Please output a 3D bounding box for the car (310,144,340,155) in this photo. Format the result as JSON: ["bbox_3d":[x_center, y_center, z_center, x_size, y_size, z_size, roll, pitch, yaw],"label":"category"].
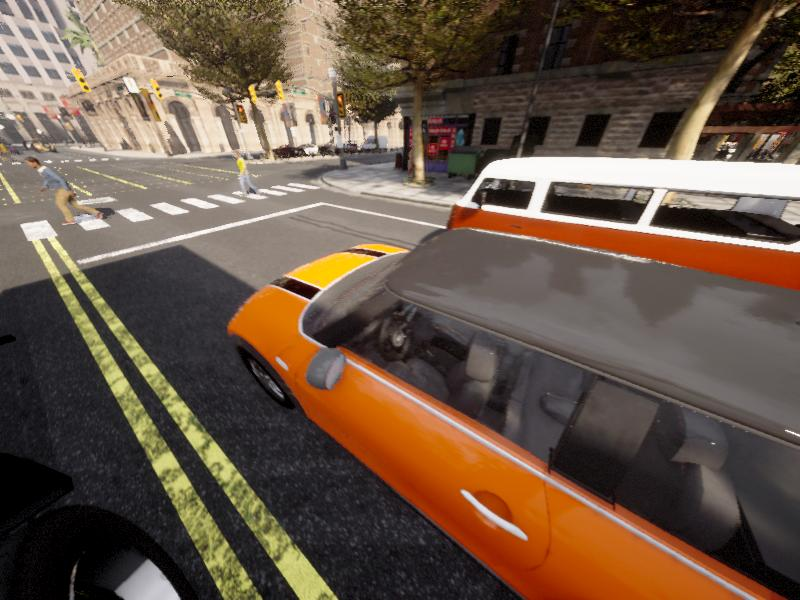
[{"bbox_3d":[-12.409,-25.081,38.367,1.994,1.385,4.181,22,41,28],"label":"car"}]

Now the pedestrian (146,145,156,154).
[{"bbox_3d":[-35.593,-21.529,32.997,0.500,1.100,0.500,21,40,27],"label":"pedestrian"}]

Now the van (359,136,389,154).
[{"bbox_3d":[-4.598,-28.580,42.414,1.988,2.561,5.915,21,40,27],"label":"van"}]

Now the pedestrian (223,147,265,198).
[{"bbox_3d":[-6.789,-5.562,10.130,0.751,1.860,0.751,24,41,30],"label":"pedestrian"}]

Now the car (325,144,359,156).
[{"bbox_3d":[-9.175,-24.243,37.183,2.033,1.411,5.357,21,40,27],"label":"car"}]

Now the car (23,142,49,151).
[{"bbox_3d":[-65.161,-27.496,41.341,4.718,1.301,1.895,22,40,27],"label":"car"}]

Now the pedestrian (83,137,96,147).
[{"bbox_3d":[-68.337,-34.739,50.835,0.751,1.860,0.751,17,38,22],"label":"pedestrian"}]

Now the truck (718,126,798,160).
[{"bbox_3d":[53.402,-23.719,34.953,2.891,3.827,8.468,21,40,27],"label":"truck"}]

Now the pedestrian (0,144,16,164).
[{"bbox_3d":[-38.025,-14.046,21.908,0.751,1.860,0.751,20,40,26],"label":"pedestrian"}]

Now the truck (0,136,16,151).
[{"bbox_3d":[-71.752,-27.984,41.271,6.274,2.098,2.390,22,40,27],"label":"truck"}]

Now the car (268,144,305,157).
[{"bbox_3d":[-16.378,-21.732,33.553,1.994,1.385,4.181,21,40,27],"label":"car"}]

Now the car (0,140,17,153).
[{"bbox_3d":[-64.998,-25.116,37.649,5.238,1.638,1.930,22,40,28],"label":"car"}]

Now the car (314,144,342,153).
[{"bbox_3d":[-13.070,-27.838,42.345,1.895,1.301,4.718,21,40,27],"label":"car"}]

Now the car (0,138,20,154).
[{"bbox_3d":[-59.347,-23.007,34.482,3.866,1.878,1.905,22,40,27],"label":"car"}]

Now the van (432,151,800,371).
[{"bbox_3d":[3.103,-1.199,3.895,4.480,2.038,2.069,21,40,27],"label":"van"}]

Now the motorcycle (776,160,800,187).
[{"bbox_3d":[23.442,-7.140,13.070,2.033,1.145,0.803,2,45,3],"label":"motorcycle"}]

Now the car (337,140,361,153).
[{"bbox_3d":[-9.202,-28.015,42.127,1.905,1.878,3.866,21,40,27],"label":"car"}]

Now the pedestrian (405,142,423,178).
[{"bbox_3d":[0.847,-8.825,14.593,0.751,1.860,0.751,24,41,30],"label":"pedestrian"}]

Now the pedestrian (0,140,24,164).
[{"bbox_3d":[-37.056,-13.988,21.832,0.751,1.860,0.751,27,43,32],"label":"pedestrian"}]

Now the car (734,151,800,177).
[{"bbox_3d":[31.297,-11.449,19.297,2.231,1.521,4.892,21,40,27],"label":"car"}]

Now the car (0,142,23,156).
[{"bbox_3d":[-54.433,-20.892,31.879,4.193,1.474,1.816,21,40,27],"label":"car"}]

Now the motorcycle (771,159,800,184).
[{"bbox_3d":[24.106,-7.644,13.723,1.805,1.236,0.856,2,35,3],"label":"motorcycle"}]

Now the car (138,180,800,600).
[{"bbox_3d":[0.492,0.306,1.938,4.553,1.767,2.097,21,40,27],"label":"car"}]

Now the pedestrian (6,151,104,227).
[{"bbox_3d":[-9.974,-3.221,6.761,0.751,1.860,0.751,22,41,28],"label":"pedestrian"}]

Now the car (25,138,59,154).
[{"bbox_3d":[-55.268,-23.817,35.688,4.605,1.855,1.932,22,40,27],"label":"car"}]

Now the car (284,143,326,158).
[{"bbox_3d":[-13.174,-20.927,32.297,2.038,1.542,4.974,21,40,27],"label":"car"}]
